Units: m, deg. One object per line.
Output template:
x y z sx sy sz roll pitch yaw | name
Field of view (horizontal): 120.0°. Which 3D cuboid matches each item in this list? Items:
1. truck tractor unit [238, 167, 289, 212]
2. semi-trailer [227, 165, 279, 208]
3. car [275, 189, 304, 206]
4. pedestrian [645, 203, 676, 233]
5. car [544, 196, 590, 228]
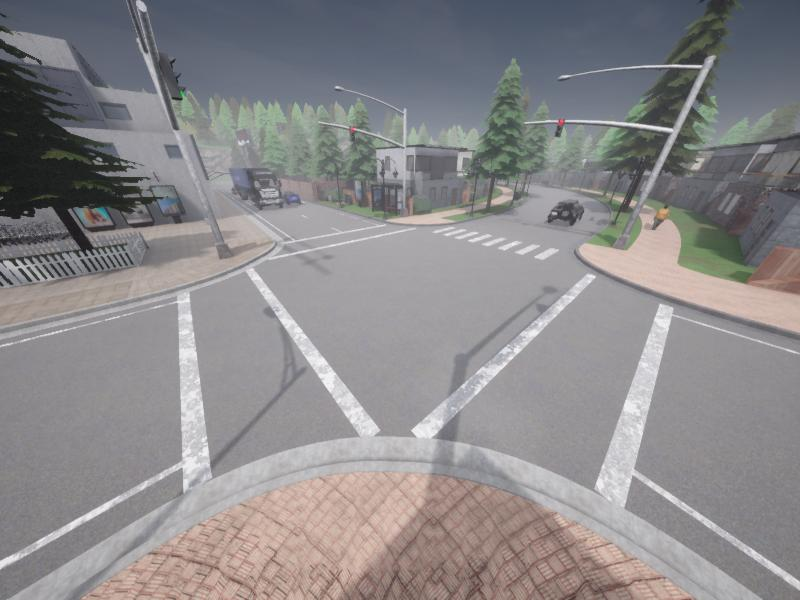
-15.934 -13.005 26.859 3.053 4.208 6.516 -21 36 -32 | truck tractor unit
-20.852 -16.182 32.178 2.717 4.402 14.254 -22 37 -33 | semi-trailer
-14.695 -13.605 30.605 2.007 1.525 4.514 -22 37 -33 | car
18.599 -5.883 16.514 0.751 1.860 0.751 -24 38 -35 | pedestrian
14.618 -7.796 20.154 1.932 1.855 4.605 25 39 36 | car
